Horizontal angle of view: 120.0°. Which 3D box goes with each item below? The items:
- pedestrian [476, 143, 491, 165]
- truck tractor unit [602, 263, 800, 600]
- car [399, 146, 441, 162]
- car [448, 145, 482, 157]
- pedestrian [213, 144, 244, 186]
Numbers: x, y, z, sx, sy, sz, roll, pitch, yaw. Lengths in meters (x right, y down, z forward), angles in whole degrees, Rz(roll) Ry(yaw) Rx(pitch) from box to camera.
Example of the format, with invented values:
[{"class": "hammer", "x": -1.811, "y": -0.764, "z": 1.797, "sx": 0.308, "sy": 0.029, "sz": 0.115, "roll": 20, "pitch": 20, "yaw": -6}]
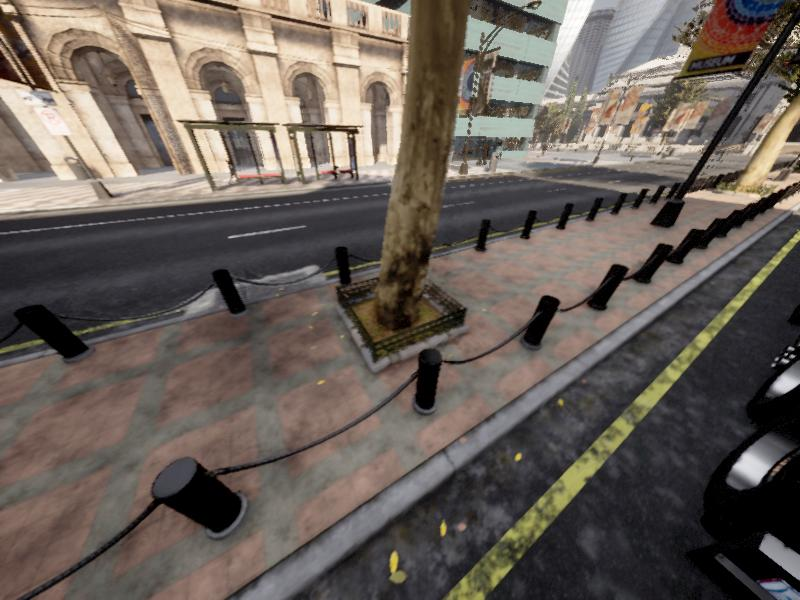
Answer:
[{"class": "pedestrian", "x": 8.512, "y": -14.852, "z": 23.540, "sx": 0.751, "sy": 1.860, "sz": 0.751, "roll": -15, "pitch": 38, "yaw": -20}, {"class": "truck tractor unit", "x": 5.112, "y": -0.298, "z": 0.793, "sx": 6.516, "sy": 4.208, "sz": 3.053, "roll": -18, "pitch": 39, "yaw": -24}, {"class": "car", "x": 2.526, "y": -18.707, "z": 29.503, "sx": 4.786, "sy": 1.482, "sz": 2.161, "roll": -18, "pitch": 39, "yaw": -25}, {"class": "car", "x": 10.498, "y": -24.047, "z": 37.200, "sx": 4.902, "sy": 1.511, "sz": 2.128, "roll": -18, "pitch": 39, "yaw": -25}, {"class": "pedestrian", "x": -9.231, "y": -7.296, "z": 12.485, "sx": 0.751, "sy": 1.860, "sz": 0.751, "roll": -18, "pitch": 39, "yaw": -24}]
